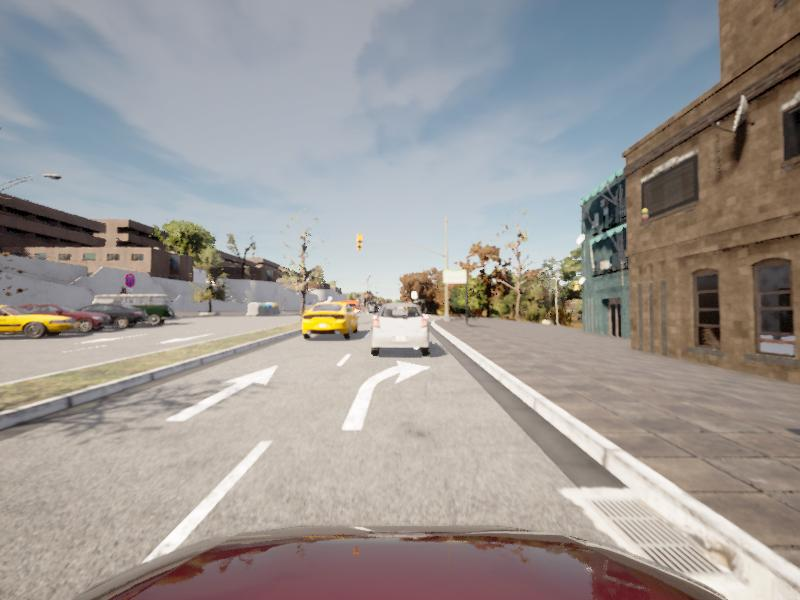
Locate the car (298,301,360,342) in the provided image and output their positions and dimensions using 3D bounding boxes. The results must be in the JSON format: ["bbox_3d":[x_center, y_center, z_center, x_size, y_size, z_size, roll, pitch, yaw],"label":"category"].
[{"bbox_3d":[-2.985,0.838,17.909,1.882,1.535,5.008,0,0,0],"label":"car"}]

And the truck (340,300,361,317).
[{"bbox_3d":[-7.756,1.330,62.182,2.627,2.467,5.204,0,-1,-15],"label":"truck"}]

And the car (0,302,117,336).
[{"bbox_3d":[-16.927,0.887,19.565,4.674,1.452,2.002,-1,0,-20],"label":"car"}]

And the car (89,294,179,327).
[{"bbox_3d":[-16.810,0.624,25.563,4.442,1.987,1.878,-1,0,-20],"label":"car"}]

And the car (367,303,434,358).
[{"bbox_3d":[0.012,0.836,12.812,1.845,1.501,3.633,0,0,0],"label":"car"}]

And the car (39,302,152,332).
[{"bbox_3d":[-16.915,0.889,22.539,4.674,1.452,2.002,-1,0,-20],"label":"car"}]

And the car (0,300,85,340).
[{"bbox_3d":[-16.756,0.840,16.651,5.366,1.575,1.946,-1,0,-20],"label":"car"}]
